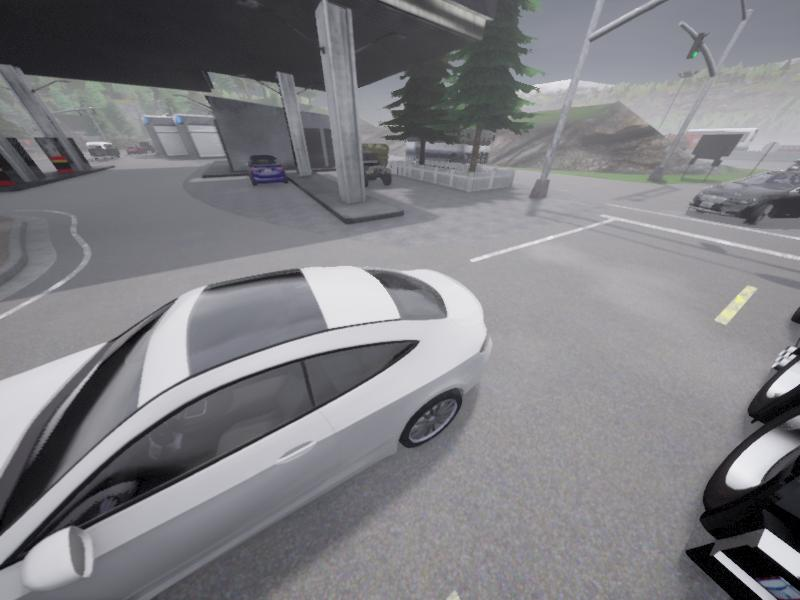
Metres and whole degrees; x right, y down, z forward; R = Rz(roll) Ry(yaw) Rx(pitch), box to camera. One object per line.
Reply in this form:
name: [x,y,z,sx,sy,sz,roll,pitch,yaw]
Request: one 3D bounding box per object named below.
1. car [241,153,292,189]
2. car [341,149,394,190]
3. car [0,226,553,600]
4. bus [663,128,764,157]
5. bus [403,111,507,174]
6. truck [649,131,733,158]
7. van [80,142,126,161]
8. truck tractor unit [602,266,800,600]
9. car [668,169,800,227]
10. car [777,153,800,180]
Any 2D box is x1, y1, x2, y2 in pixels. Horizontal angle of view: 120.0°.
car: [-9.222,-8.991,15.834,2.242,1.667,4.611,-18,39,-25]
car: [-2.147,-8.590,15.008,1.905,1.878,3.866,-18,39,-25]
car: [-1.253,0.670,1.927,4.674,1.442,1.812,-18,38,-25]
bus: [60.121,-30.627,44.922,3.944,4.253,10.273,-18,39,-24]
bus: [4.585,-15.689,23.152,3.944,4.253,10.273,-18,39,-24]
truck: [53.592,-29.080,43.040,2.891,3.827,8.468,-18,39,-24]
van: [-39.994,-20.181,31.270,2.069,2.038,4.480,-18,39,-24]
truck tractor unit: [5.118,-0.291,0.789,6.516,4.208,3.053,-18,39,-24]
car: [13.400,-3.646,8.144,4.902,1.511,2.128,0,34,-1]
car: [30.459,-9.803,16.907,4.974,1.542,2.038,-18,39,-24]
